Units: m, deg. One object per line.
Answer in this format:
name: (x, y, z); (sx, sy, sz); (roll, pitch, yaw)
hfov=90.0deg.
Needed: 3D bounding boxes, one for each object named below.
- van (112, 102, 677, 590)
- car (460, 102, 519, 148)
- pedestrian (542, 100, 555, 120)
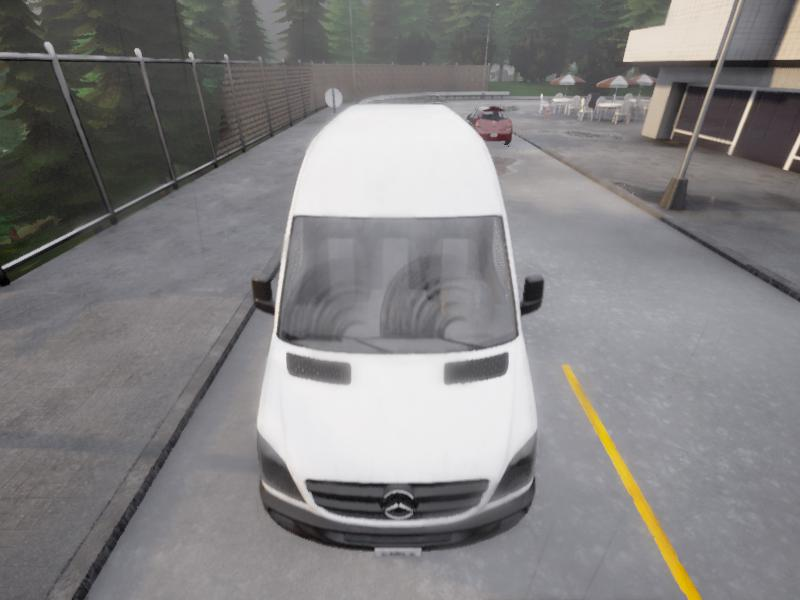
van: (-0.020, -0.644, 4.608); (1.988, 2.561, 5.915); (0, 30, 0)
car: (3.969, -8.103, 18.386); (1.845, 1.501, 3.633); (0, 30, 0)
pedestrian: (9.328, -11.944, 25.139); (0.500, 1.100, 0.500); (1, 30, 1)
